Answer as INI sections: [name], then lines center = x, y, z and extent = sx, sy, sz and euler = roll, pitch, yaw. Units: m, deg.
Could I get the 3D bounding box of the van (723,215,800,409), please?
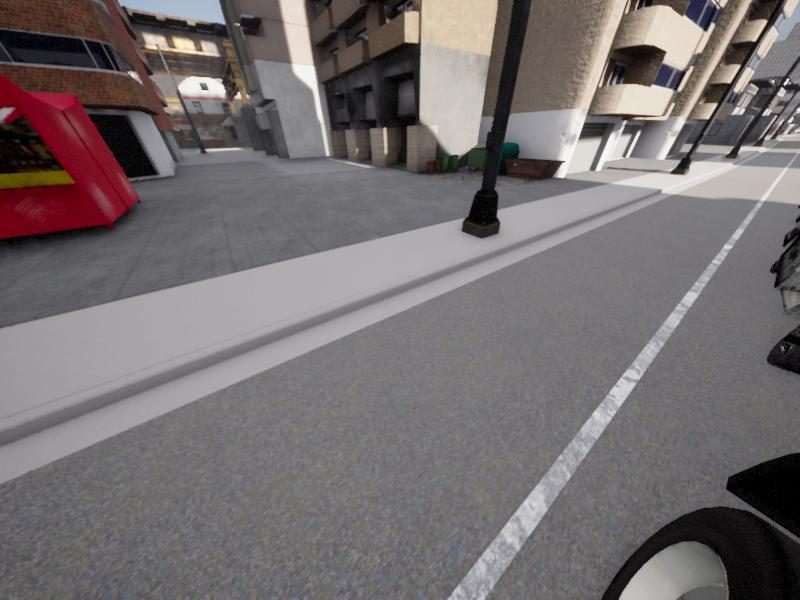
[van]
center = 7.025, -0.634, 2.667
extent = 6.366, 2.431, 2.351
euler = -22, 41, -28

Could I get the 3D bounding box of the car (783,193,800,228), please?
[car]
center = 14.357, -3.206, 7.056
extent = 4.902, 1.511, 2.128
euler = -22, 41, -28
